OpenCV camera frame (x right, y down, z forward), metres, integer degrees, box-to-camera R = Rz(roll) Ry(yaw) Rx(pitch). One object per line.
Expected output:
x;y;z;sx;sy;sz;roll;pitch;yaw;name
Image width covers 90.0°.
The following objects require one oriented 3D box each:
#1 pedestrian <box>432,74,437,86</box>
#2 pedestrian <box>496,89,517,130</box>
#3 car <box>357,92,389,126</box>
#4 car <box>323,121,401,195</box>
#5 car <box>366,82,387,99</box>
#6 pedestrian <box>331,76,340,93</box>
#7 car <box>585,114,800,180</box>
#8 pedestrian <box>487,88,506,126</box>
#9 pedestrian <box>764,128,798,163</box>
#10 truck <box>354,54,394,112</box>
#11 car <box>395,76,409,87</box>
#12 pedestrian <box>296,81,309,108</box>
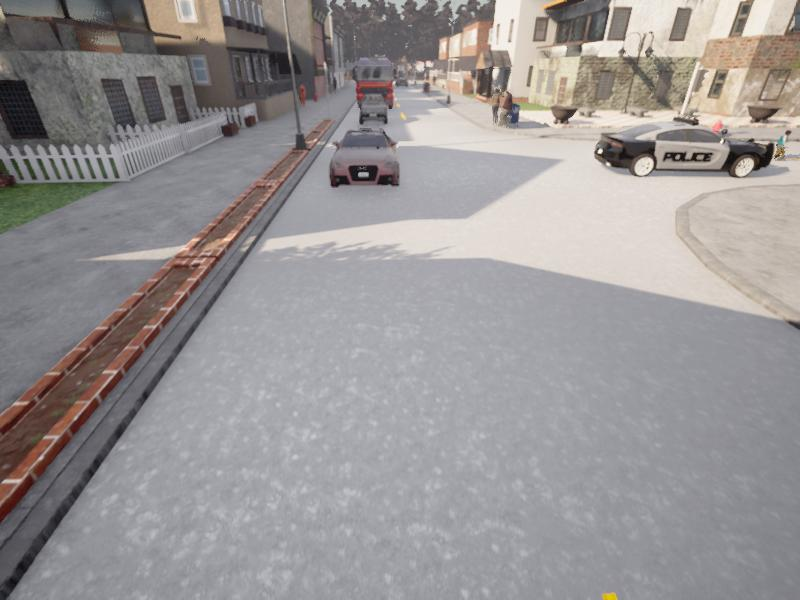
5.735;-36.795;66.906;0.751;1.860;0.751;-1;30;-2;pedestrian
5.647;-10.110;21.218;0.751;1.860;0.751;9;32;15;pedestrian
-1.640;-11.958;24.922;1.789;1.549;3.705;-1;31;-2;car
-1.062;-4.535;12.415;1.994;1.385;4.181;-1;30;-2;car
-2.555;-23.211;44.264;2.163;1.488;4.792;-1;30;-2;car
-7.972;-26.666;49.532;0.751;1.860;0.751;3;30;6;pedestrian
9.183;-5.006;12.980;5.238;1.638;1.930;1;30;2;car
5.425;-10.896;22.561;0.751;1.860;0.751;2;30;3;pedestrian
13.815;-5.618;14.528;0.500;1.100;0.500;18;35;27;pedestrian
-2.092;-18.420;33.740;2.891;3.827;8.468;-1;30;-2;truck
0.309;-37.451;68.596;2.038;1.542;4.974;-1;30;-2;car
-7.789;-16.437;32.026;0.751;1.860;0.751;-3;30;-5;pedestrian
